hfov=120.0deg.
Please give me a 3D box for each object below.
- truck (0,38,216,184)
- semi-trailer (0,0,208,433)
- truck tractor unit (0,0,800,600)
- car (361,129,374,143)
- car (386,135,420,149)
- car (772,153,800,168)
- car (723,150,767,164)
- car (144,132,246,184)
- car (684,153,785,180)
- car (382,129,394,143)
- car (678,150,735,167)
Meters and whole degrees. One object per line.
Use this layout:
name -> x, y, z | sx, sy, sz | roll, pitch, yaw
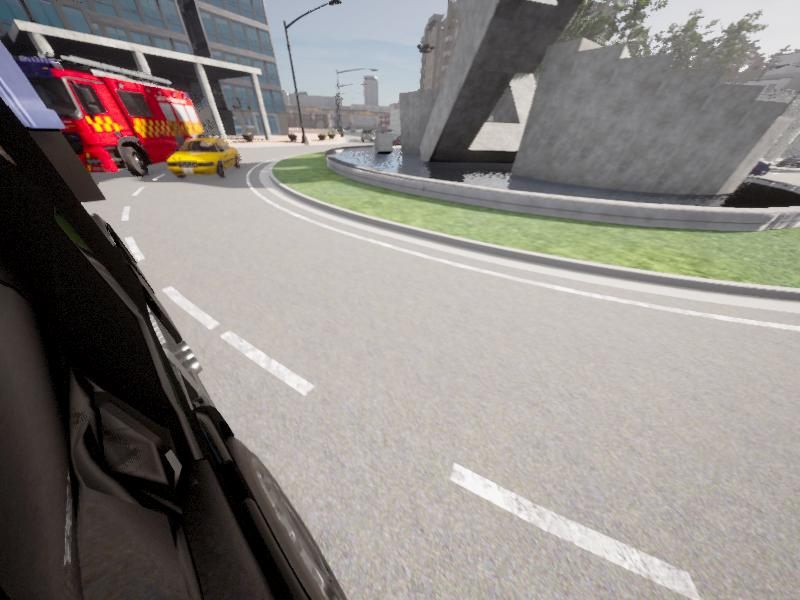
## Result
truck -> -13.102, -8.482, 11.014 | 2.891, 3.827, 8.468 | -4, 37, -10
semi-trailer -> -9.116, -3.277, 3.777 | 14.254, 4.402, 2.717 | 23, 41, 25
truck tractor unit -> -2.645, -0.295, 0.351 | 6.516, 4.208, 3.053 | 28, 44, 30
car -> -5.384, -27.633, 38.912 | 1.932, 1.855, 4.605 | -1, 36, -5
car -> 0.365, -21.539, 31.515 | 4.181, 1.385, 1.994 | -13, 39, -20
car -> 54.678, -18.980, 31.509 | 4.974, 1.542, 2.038 | -6, 37, -12
car -> 49.742, -20.591, 33.347 | 3.633, 1.501, 1.845 | -6, 38, -12
car -> -9.375, -7.073, 11.245 | 1.801, 1.575, 5.366 | -8, 38, -15
car -> 28.539, -11.667, 20.027 | 1.812, 1.442, 4.674 | -3, 37, -7
car -> -2.188, -29.530, 41.654 | 1.905, 1.878, 3.866 | -2, 37, -7
car -> 37.044, -17.160, 27.973 | 4.674, 1.442, 1.812 | -5, 37, -10
